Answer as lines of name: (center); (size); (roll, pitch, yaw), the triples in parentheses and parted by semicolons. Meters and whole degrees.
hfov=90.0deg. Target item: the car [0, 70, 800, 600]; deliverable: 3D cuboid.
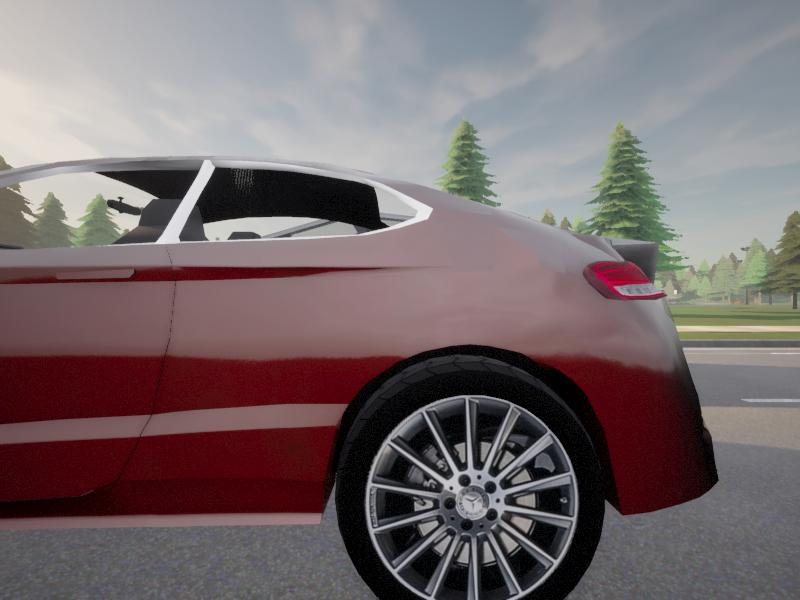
car: (-1.307, 0.179, 2.200); (5.027, 1.651, 2.152); (0, 0, 0)

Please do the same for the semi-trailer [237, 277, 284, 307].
semi-trailer: (-22.873, -1.262, 66.747); (2.717, 4.402, 14.254); (-2, 0, 0)

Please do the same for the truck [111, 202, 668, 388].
truck: (-0.117, -0.058, 5.701); (6.274, 2.098, 2.390); (0, 0, 0)

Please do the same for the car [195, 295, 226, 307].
car: (-26.440, 0.155, 55.938); (2.033, 1.649, 4.856); (0, 0, 1)

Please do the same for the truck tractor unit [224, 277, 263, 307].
truck tractor unit: (-22.864, -1.143, 58.832); (3.053, 4.208, 6.516); (0, 0, 1)

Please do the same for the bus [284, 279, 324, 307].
bus: (-15.686, -1.156, 66.351); (3.944, 4.253, 10.273); (0, 1, 1)
